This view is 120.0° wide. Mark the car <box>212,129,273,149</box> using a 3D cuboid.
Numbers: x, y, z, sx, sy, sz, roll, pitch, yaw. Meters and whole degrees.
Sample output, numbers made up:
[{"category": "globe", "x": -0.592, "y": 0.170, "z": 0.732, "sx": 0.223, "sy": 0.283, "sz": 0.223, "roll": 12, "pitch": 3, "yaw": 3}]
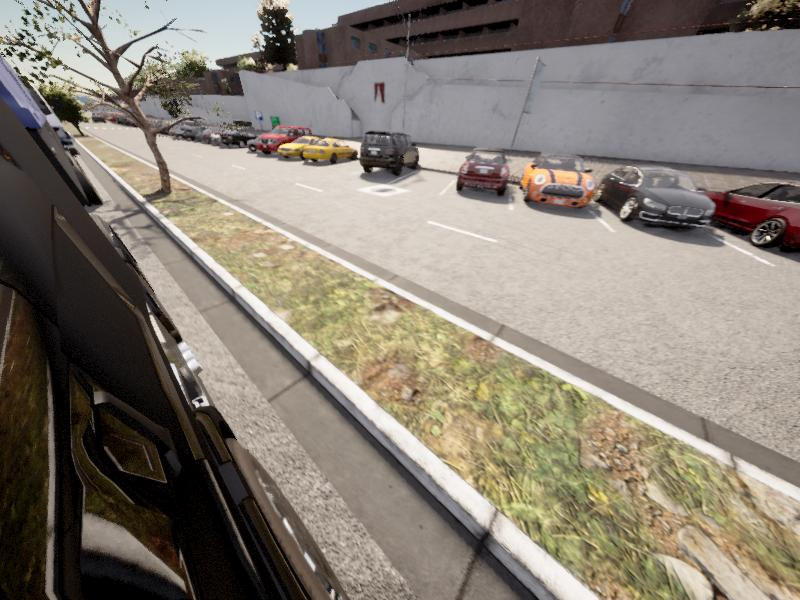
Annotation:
[{"category": "car", "x": -16.521, "y": -17.225, "z": 24.675, "sx": 2.097, "sy": 1.535, "sz": 5.008, "roll": 14, "pitch": 37, "yaw": 15}]

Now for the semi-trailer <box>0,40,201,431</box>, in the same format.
[{"category": "semi-trailer", "x": -8.700, "y": -3.595, "z": 4.239, "sx": 14.254, "sy": 4.402, "sz": 2.717, "roll": 28, "pitch": 43, "yaw": 30}]

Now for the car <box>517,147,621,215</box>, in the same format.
[{"category": "car", "x": 6.478, "y": -5.190, "z": 9.629, "sx": 2.185, "sy": 1.767, "sz": 4.553, "roll": 14, "pitch": 37, "yaw": 14}]

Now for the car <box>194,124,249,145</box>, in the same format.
[{"category": "car", "x": -21.093, "y": -19.771, "z": 27.635, "sx": 2.185, "sy": 1.767, "sz": 4.553, "roll": 14, "pitch": 37, "yaw": 14}]

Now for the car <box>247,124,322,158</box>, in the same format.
[{"category": "car", "x": -9.614, "y": -13.784, "z": 19.996, "sx": 2.435, "sy": 2.045, "sz": 5.566, "roll": 14, "pitch": 37, "yaw": 14}]

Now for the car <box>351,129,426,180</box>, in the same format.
[{"category": "car", "x": -0.420, "y": -8.959, "z": 14.041, "sx": 2.435, "sy": 2.045, "sz": 5.566, "roll": 14, "pitch": 37, "yaw": 15}]

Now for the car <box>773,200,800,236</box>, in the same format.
[{"category": "car", "x": 13.366, "y": -1.610, "z": 5.078, "sx": 2.435, "sy": 2.045, "sz": 5.566, "roll": 14, "pitch": 37, "yaw": 15}]

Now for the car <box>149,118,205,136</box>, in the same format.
[{"category": "car", "x": -34.894, "y": -27.199, "z": 36.473, "sx": 2.435, "sy": 2.045, "sz": 5.566, "roll": 15, "pitch": 38, "yaw": 14}]

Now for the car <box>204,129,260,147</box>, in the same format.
[{"category": "car", "x": -18.813, "y": -18.407, "z": 26.208, "sx": 2.002, "sy": 1.452, "sz": 4.674, "roll": 14, "pitch": 37, "yaw": 14}]

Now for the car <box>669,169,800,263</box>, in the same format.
[{"category": "car", "x": 11.054, "y": -2.613, "z": 6.736, "sx": 2.163, "sy": 1.488, "sz": 4.792, "roll": 14, "pitch": 37, "yaw": 15}]

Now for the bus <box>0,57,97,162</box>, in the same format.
[{"category": "bus", "x": -23.987, "y": -11.701, "z": 14.418, "sx": 10.273, "sy": 4.253, "sz": 3.944, "roll": 27, "pitch": 43, "yaw": 30}]

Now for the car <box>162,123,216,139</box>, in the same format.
[{"category": "car", "x": -30.368, "y": -24.449, "z": 33.526, "sx": 1.946, "sy": 1.575, "sz": 5.366, "roll": 15, "pitch": 37, "yaw": 14}]

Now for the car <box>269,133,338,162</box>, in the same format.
[{"category": "car", "x": -7.385, "y": -12.287, "z": 18.516, "sx": 1.946, "sy": 1.575, "sz": 5.366, "roll": 14, "pitch": 37, "yaw": 14}]

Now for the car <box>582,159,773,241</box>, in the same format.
[{"category": "car", "x": 8.760, "y": -3.848, "z": 8.191, "sx": 2.231, "sy": 1.521, "sz": 4.892, "roll": 14, "pitch": 37, "yaw": 14}]

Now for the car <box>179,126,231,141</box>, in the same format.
[{"category": "car", "x": -25.706, "y": -22.086, "z": 30.724, "sx": 2.163, "sy": 1.488, "sz": 4.792, "roll": 14, "pitch": 37, "yaw": 15}]

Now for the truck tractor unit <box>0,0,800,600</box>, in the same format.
[{"category": "truck tractor unit", "x": -2.645, "y": -0.295, "z": 0.351, "sx": 6.516, "sy": 4.208, "sz": 3.053, "roll": 28, "pitch": 44, "yaw": 30}]

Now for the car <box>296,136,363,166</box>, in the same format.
[{"category": "car", "x": -4.968, "y": -11.275, "z": 17.305, "sx": 1.946, "sy": 1.575, "sz": 5.366, "roll": 14, "pitch": 37, "yaw": 15}]

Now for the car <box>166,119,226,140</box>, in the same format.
[{"category": "car", "x": -27.989, "y": -23.535, "z": 32.052, "sx": 2.435, "sy": 2.045, "sz": 5.566, "roll": 14, "pitch": 37, "yaw": 14}]

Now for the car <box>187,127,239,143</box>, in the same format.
[{"category": "car", "x": -23.406, "y": -20.834, "z": 29.210, "sx": 2.002, "sy": 1.452, "sz": 4.674, "roll": 14, "pitch": 37, "yaw": 14}]

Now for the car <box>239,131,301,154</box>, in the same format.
[{"category": "car", "x": -11.927, "y": -14.768, "z": 21.663, "sx": 2.163, "sy": 1.488, "sz": 4.792, "roll": 14, "pitch": 37, "yaw": 14}]

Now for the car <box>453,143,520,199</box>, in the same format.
[{"category": "car", "x": 4.152, "y": -6.382, "z": 11.075, "sx": 2.185, "sy": 1.767, "sz": 4.553, "roll": 14, "pitch": 37, "yaw": 15}]
